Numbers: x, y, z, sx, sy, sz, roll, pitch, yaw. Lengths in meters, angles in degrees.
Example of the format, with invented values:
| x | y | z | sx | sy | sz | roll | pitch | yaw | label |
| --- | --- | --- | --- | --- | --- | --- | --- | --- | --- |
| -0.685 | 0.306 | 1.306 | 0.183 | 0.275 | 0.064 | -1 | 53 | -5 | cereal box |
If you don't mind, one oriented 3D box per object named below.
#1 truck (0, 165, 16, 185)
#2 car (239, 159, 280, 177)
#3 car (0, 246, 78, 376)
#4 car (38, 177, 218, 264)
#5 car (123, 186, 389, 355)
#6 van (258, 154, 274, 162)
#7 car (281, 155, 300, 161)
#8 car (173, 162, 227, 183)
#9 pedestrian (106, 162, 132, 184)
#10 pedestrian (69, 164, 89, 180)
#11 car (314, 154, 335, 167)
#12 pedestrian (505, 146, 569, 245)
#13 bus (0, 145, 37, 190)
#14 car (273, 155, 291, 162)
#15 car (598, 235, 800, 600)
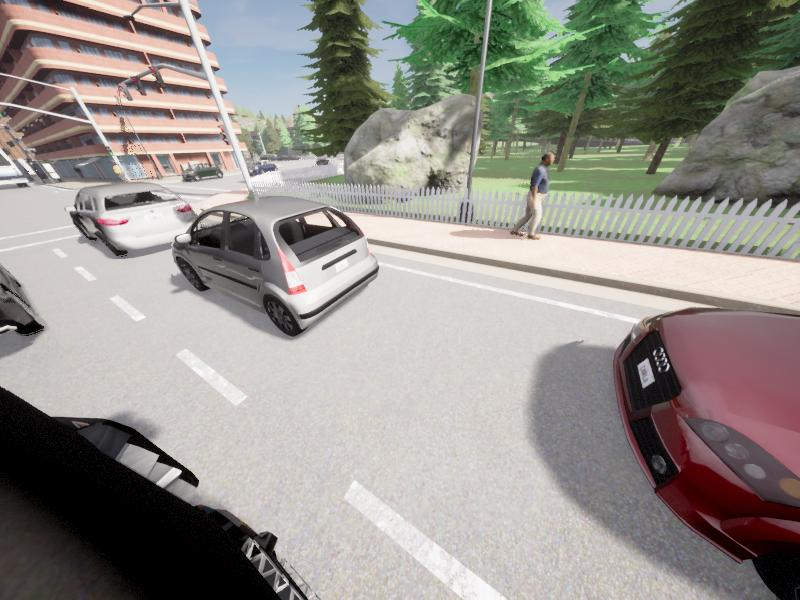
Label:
| x | y | z | sx | sy | sz | roll | pitch | yaw | label |
| --- | --- | --- | --- | --- | --- | --- | --- | --- | --- |
| -62.577 | -19.578 | 34.809 | 8.468 | 3.827 | 2.891 | 16 | 38 | 27 | truck |
| -16.472 | -15.686 | 27.408 | 1.970 | 1.475 | 3.806 | 4 | 34 | 10 | car |
| -7.388 | -0.096 | 3.300 | 4.902 | 1.511 | 2.128 | 17 | 38 | 26 | car |
| -8.458 | -2.754 | 7.241 | 4.611 | 1.667 | 2.242 | 17 | 38 | 27 | car |
| -2.423 | -0.928 | 4.080 | 3.988 | 1.617 | 1.851 | 16 | 38 | 27 | car |
| -40.267 | -42.612 | 69.334 | 4.442 | 1.987 | 1.775 | 17 | 38 | 27 | van |
| -32.522 | -42.317 | 68.814 | 5.357 | 1.411 | 2.033 | 17 | 38 | 27 | car |
| -21.158 | -13.662 | 24.654 | 1.789 | 1.549 | 3.705 | 9 | 35 | 17 | car |
| -28.547 | -12.897 | 23.489 | 0.751 | 1.860 | 0.751 | 17 | 38 | 27 | pedestrian |
| -44.227 | -17.591 | 31.861 | 0.751 | 1.860 | 0.751 | 17 | 38 | 27 | pedestrian |
| -12.168 | -22.735 | 37.641 | 2.038 | 1.542 | 4.974 | -4 | 34 | -1 | car |
| 3.013 | -2.311 | 5.193 | 0.751 | 1.860 | 0.751 | 15 | 38 | 25 | pedestrian |
| -49.468 | -15.803 | 27.731 | 10.273 | 4.253 | 3.944 | 16 | 38 | 27 | bus |
| -33.551 | -40.397 | 65.917 | 4.892 | 1.490 | 1.837 | 17 | 38 | 27 | car |
| 3.739 | 1.000 | 0.915 | 4.181 | 1.385 | 1.994 | 18 | 39 | 28 | car |
